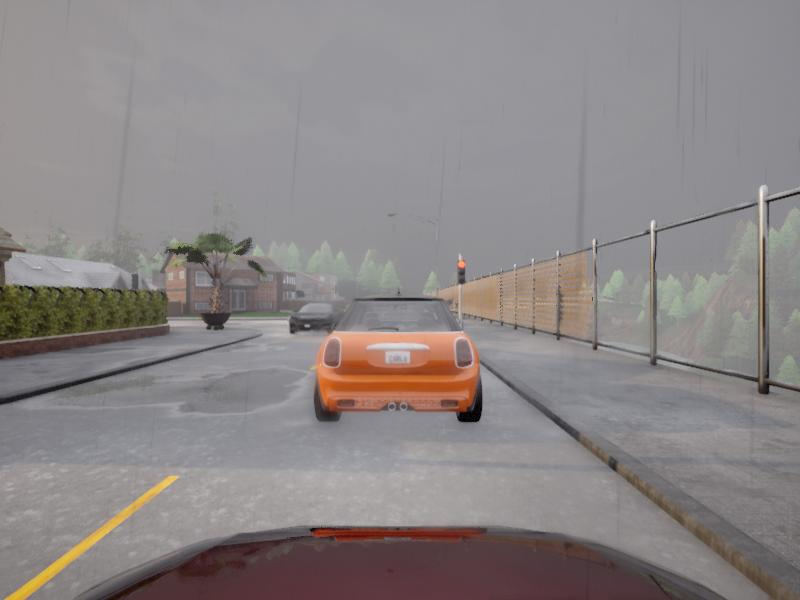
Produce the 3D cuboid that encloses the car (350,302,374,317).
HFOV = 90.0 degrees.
[{"bbox_3d":[-3.812,0.907,40.737,1.994,1.385,4.181,0,0,0],"label":"car"}]

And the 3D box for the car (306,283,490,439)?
[{"bbox_3d":[-0.001,0.694,6.836,2.097,1.767,4.553,0,0,1],"label":"car"}]

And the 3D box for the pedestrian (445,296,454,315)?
[{"bbox_3d":[4.929,0.533,39.655,0.751,1.860,0.751,0,0,0],"label":"pedestrian"}]

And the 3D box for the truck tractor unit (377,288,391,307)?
[{"bbox_3d":[-3.668,-0.521,92.716,3.053,4.208,6.516,0,0,-1],"label":"truck tractor unit"}]

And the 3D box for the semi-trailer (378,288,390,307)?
[{"bbox_3d":[-3.825,-0.616,100.624,2.717,4.402,14.254,0,0,-1],"label":"semi-trailer"}]

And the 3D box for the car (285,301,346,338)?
[{"bbox_3d":[-3.903,0.823,19.389,1.882,1.535,5.008,0,0,0],"label":"car"}]

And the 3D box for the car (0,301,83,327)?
[{"bbox_3d":[-22.932,0.823,24.855,5.008,1.535,1.882,0,0,1],"label":"car"}]
